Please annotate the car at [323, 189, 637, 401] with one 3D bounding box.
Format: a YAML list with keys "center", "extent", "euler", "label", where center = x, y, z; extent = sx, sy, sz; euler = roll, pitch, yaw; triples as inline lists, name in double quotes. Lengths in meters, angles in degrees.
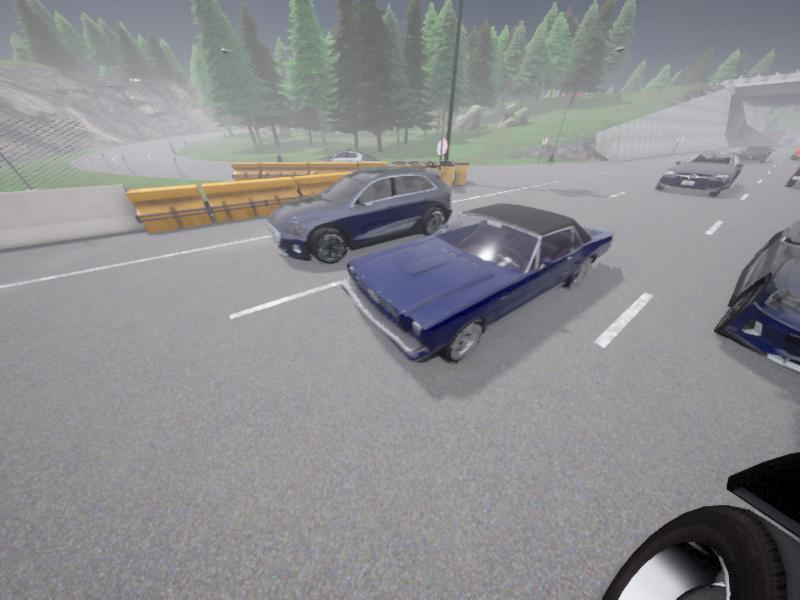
- center: [1.503, -0.709, 3.782]
  extent: [4.718, 1.301, 1.895]
  euler: [-22, 41, -28]
  label: "car"

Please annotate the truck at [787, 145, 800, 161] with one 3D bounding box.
- center: [44.581, -16.241, 24.486]
  extent: [5.204, 2.467, 2.627]
  euler: [-22, 41, -28]
  label: "truck"

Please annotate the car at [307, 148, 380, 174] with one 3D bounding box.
- center: [-4.201, -10.758, 17.877]
  extent: [4.974, 1.542, 2.038]
  euler: [3, 35, 5]
  label: "car"

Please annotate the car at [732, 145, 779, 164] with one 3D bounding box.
- center: [35.575, -14.638, 23.130]
  extent: [4.892, 1.490, 1.837]
  euler: [-22, 40, -28]
  label: "car"

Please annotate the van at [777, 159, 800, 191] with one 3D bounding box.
- center: [21.705, -6.762, 11.583]
  extent: [4.480, 2.038, 2.069]
  euler: [-22, 40, -28]
  label: "van"

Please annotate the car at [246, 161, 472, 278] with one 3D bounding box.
- center: [-0.740, -2.394, 5.901]
  extent: [4.856, 1.649, 2.033]
  euler: [-22, 41, -28]
  label: "car"

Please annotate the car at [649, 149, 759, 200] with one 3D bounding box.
- center: [14.936, -6.303, 11.338]
  extent: [5.027, 1.651, 2.152]
  euler: [-22, 41, -28]
  label: "car"

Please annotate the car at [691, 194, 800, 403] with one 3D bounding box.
- center: [6.241, -0.298, 2.904]
  extent: [4.856, 1.649, 2.033]
  euler: [-22, 40, -28]
  label: "car"
